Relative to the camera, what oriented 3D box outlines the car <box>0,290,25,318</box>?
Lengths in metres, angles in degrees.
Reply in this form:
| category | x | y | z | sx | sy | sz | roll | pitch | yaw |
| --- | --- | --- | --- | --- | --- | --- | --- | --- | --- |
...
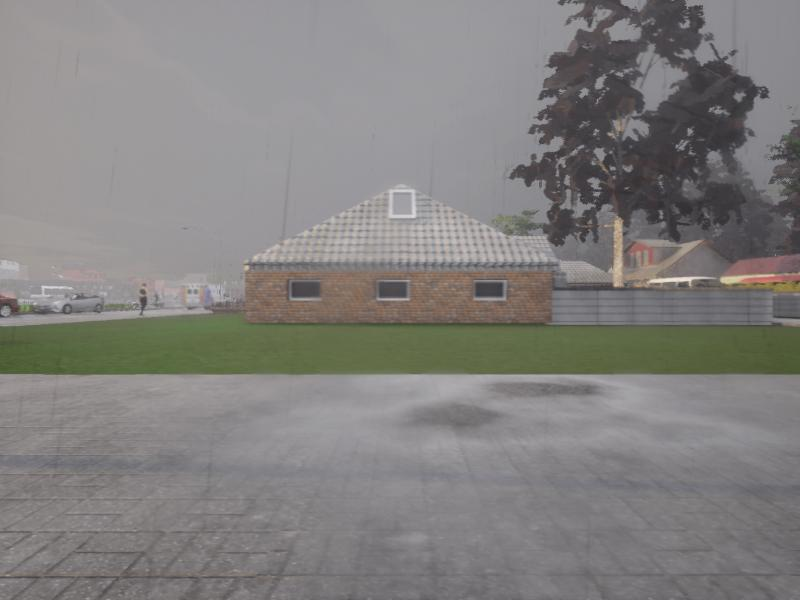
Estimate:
| category | x | y | z | sx | sy | sz | roll | pitch | yaw |
| --- | --- | --- | --- | --- | --- | --- | --- | --- | --- |
| car | -23.130 | 0.214 | 21.137 | 1.882 | 1.535 | 5.008 | 0 | 0 | 1 |

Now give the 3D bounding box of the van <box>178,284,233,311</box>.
| category | x | y | z | sx | sy | sz | roll | pitch | yaw |
| --- | --- | --- | --- | --- | --- | --- | --- | --- | --- |
| van | -19.159 | -0.229 | 39.898 | 2.351 | 2.431 | 6.366 | 0 | 0 | 0 |

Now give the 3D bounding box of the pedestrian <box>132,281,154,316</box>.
| category | x | y | z | sx | sy | sz | roll | pitch | yaw |
| --- | --- | --- | --- | --- | --- | --- | --- | --- | --- |
| pedestrian | -13.964 | -0.072 | 21.763 | 0.751 | 1.860 | 0.751 | 0 | 0 | 0 |

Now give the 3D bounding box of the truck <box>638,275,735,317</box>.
| category | x | y | z | sx | sy | sz | roll | pitch | yaw |
| --- | --- | --- | --- | --- | --- | --- | --- | --- | --- |
| truck | 15.258 | -0.215 | 21.679 | 2.069 | 2.038 | 4.478 | 0 | 0 | 0 |

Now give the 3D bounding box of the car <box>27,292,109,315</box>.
| category | x | y | z | sx | sy | sz | roll | pitch | yaw |
| --- | --- | --- | --- | --- | --- | --- | --- | --- | --- |
| car | -23.161 | 0.220 | 28.180 | 2.007 | 1.525 | 4.514 | 0 | 0 | 0 |
